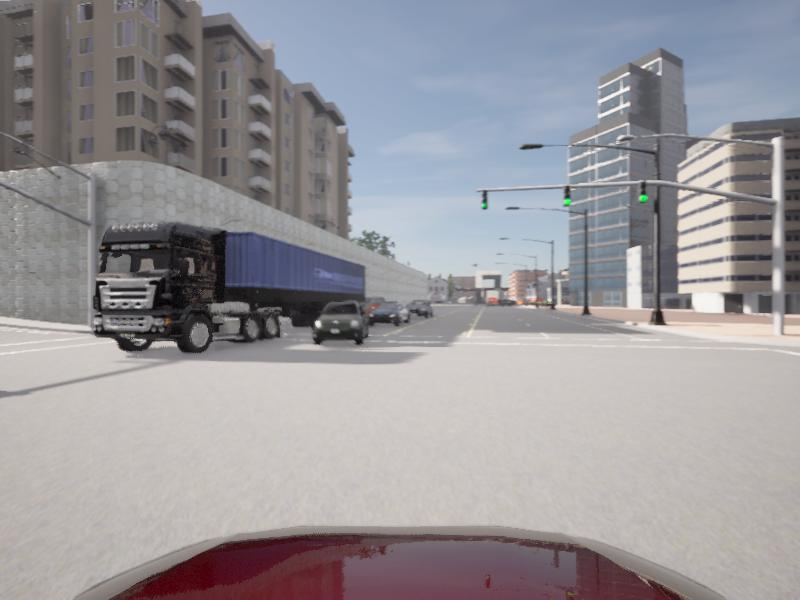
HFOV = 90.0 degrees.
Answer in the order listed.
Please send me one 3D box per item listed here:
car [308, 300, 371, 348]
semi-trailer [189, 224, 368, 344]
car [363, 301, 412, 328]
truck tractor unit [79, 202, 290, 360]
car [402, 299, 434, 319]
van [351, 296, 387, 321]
[{"bbox_3d":[-2.202,0.809,15.503,1.851,1.617,3.988,0,0,0],"label":"car"},{"bbox_3d":[-5.171,-0.585,21.890,2.717,4.402,14.254,0,0,12],"label":"semi-trailer"},{"bbox_3d":[-0.664,0.853,26.092,2.038,1.542,4.974,0,0,12],"label":"car"},{"bbox_3d":[-6.862,-0.496,14.160,3.053,4.208,6.516,0,0,12],"label":"truck tractor unit"},{"bbox_3d":[1.751,0.794,37.110,2.242,1.667,4.611,0,0,13],"label":"car"},{"bbox_3d":[-2.540,0.637,33.885,1.775,1.987,4.442,0,0,12],"label":"van"}]
